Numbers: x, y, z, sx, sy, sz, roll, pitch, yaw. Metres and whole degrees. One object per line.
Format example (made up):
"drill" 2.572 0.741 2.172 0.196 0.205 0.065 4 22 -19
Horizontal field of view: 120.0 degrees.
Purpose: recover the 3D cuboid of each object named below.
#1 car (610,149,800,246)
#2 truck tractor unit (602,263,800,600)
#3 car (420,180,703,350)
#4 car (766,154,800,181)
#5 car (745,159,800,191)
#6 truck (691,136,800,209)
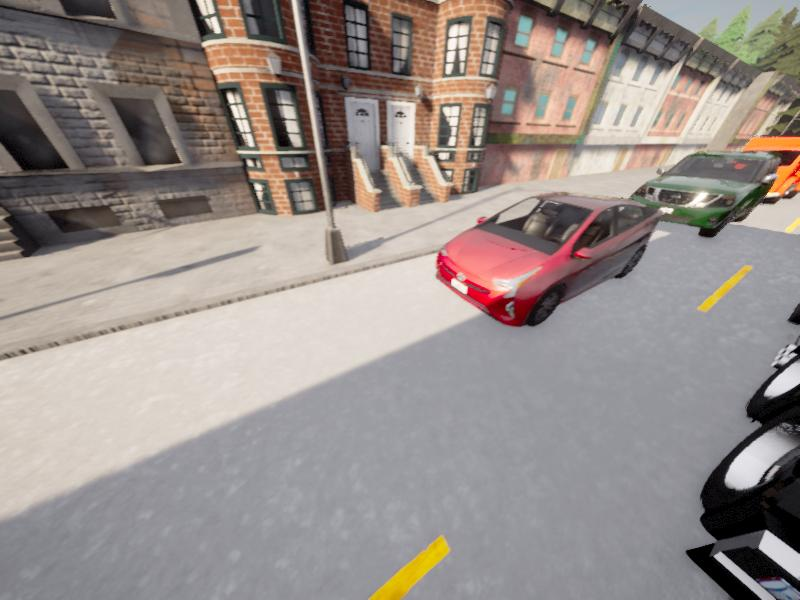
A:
"car" 9.947 -3.616 7.505 5.566 2.045 2.150 -18 39 -24
"truck tractor unit" 5.111 -0.301 0.784 6.516 4.208 3.053 -18 39 -24
"car" 2.847 -1.091 4.266 4.514 1.525 2.007 -18 39 -24
"car" 30.643 -10.069 17.468 4.792 1.488 2.163 -18 39 -24
"car" 24.258 -7.924 14.487 4.718 1.301 1.895 -18 39 -25
"truck" 17.340 -6.175 10.881 5.204 2.467 2.627 -18 39 -24
